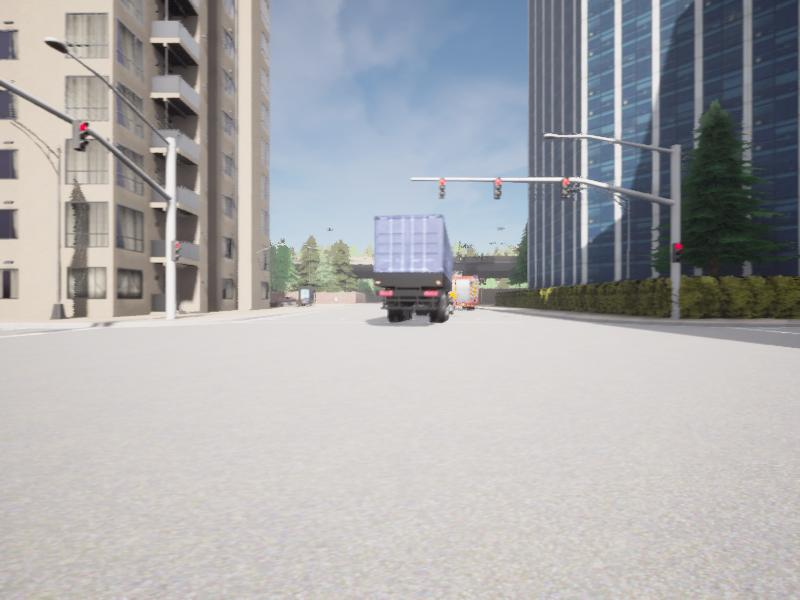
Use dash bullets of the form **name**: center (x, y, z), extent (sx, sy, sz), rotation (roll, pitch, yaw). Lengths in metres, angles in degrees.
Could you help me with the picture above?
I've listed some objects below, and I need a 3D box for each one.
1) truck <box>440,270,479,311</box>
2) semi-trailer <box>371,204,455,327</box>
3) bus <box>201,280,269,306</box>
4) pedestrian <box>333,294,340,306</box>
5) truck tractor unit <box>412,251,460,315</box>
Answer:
- **truck**: center (6.087, -0.920, 42.204), extent (2.891, 3.827, 8.468), rotation (0, 0, 1)
- **semi-trailer**: center (1.420, -1.225, 21.526), extent (2.717, 4.402, 14.254), rotation (0, 0, 9)
- **bus**: center (-28.534, -1.192, 69.729), extent (10.273, 4.253, 3.944), rotation (0, 0, -3)
- **pedestrian**: center (-10.172, -0.018, 64.234), extent (0.751, 1.860, 0.751), rotation (0, 0, 29)
- **truck tractor unit**: center (2.422, -1.125, 29.365), extent (3.053, 4.208, 6.516), rotation (0, 0, 1)
